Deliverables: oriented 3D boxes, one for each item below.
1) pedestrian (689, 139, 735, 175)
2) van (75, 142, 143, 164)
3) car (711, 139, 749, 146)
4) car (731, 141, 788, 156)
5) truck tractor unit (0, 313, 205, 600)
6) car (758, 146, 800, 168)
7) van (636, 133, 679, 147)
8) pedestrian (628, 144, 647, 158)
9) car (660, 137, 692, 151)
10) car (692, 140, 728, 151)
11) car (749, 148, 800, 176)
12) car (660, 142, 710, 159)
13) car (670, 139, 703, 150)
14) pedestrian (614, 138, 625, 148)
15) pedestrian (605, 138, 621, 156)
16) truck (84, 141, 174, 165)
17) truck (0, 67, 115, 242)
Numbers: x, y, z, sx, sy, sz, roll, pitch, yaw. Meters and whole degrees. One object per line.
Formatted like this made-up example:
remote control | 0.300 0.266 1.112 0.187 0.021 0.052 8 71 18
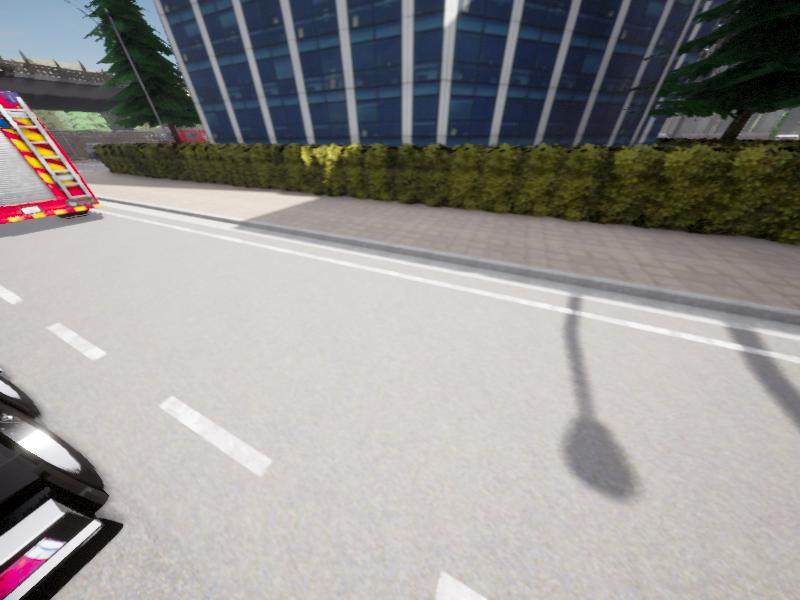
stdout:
pedestrian | 19.622 -9.040 14.609 0.751 1.860 0.751 14 38 20
van | -35.178 -17.986 28.157 1.775 1.987 4.442 14 38 20
car | 76.523 -36.515 53.648 4.718 1.301 1.895 14 38 20
car | 47.684 -20.297 30.846 1.837 1.490 4.892 14 38 20
truck tractor unit | -5.198 -0.203 0.646 6.516 4.208 3.053 15 38 20
car | 33.922 -12.140 19.552 1.994 1.385 4.181 14 38 19
van | 59.282 -36.946 53.387 5.915 2.561 1.988 14 38 20
pedestrian | 26.829 -16.871 26.120 0.751 1.300 0.751 7 36 11
car | 49.863 -28.327 41.873 1.905 1.878 3.866 14 38 19
car | 51.994 -25.952 38.832 1.970 1.475 3.806 14 38 19
car | 28.170 -9.580 15.972 2.033 1.411 5.357 14 38 19
car | 34.949 -18.561 28.512 1.882 1.535 5.008 14 38 19
car | 55.094 -30.066 44.581 1.882 1.535 5.008 14 38 19
pedestrian | 46.372 -33.210 48.841 0.751 1.860 0.751 9 36 13
pedestrian | 27.015 -19.467 29.318 0.751 1.860 0.751 22 41 28
truck | -31.694 -17.603 27.469 2.390 2.098 6.274 14 38 20
truck | -14.538 -4.644 7.429 8.468 3.827 2.891 14 38 20
